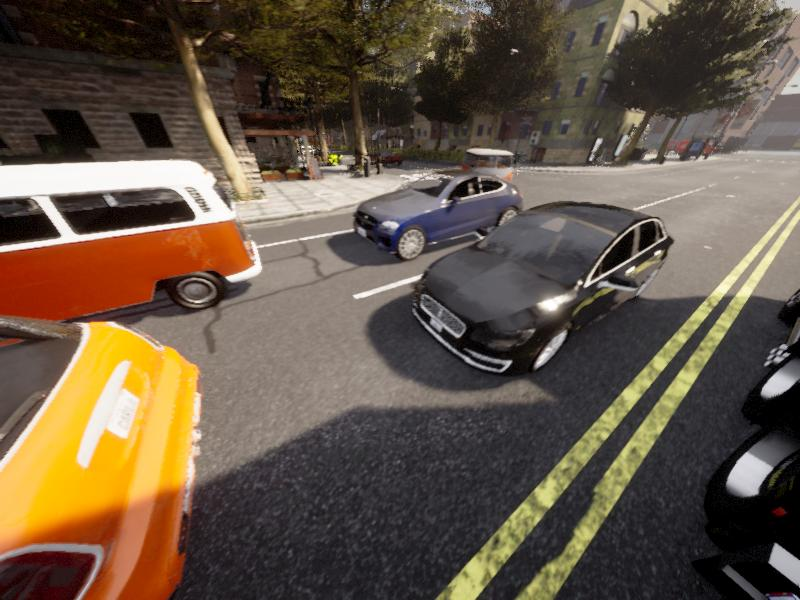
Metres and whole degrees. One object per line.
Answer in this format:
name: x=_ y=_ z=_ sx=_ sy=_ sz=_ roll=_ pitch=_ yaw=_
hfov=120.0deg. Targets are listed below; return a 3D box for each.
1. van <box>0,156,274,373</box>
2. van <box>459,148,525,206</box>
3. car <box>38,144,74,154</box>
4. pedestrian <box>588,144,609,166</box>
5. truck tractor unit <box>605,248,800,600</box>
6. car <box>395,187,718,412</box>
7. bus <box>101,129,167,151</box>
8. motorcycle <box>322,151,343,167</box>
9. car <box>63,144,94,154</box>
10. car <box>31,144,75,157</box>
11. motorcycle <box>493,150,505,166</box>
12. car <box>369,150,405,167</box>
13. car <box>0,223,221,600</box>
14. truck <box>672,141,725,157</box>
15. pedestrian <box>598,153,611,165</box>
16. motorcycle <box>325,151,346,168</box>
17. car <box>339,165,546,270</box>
van: x=-4.660 y=-0.698 z=3.219 sx=4.480 sy=2.038 sz=2.069 roll=-19 pitch=39 yaw=-26
van: x=4.092 y=-6.120 z=11.169 sx=1.775 sy=1.987 sz=4.442 roll=4 pitch=35 yaw=5
car: x=-63.180 y=-27.829 z=42.515 sx=1.837 sy=1.490 sz=4.892 roll=-19 pitch=39 yaw=-26
pedestrian: x=20.841 y=-15.266 z=24.311 sx=0.751 sy=1.860 sz=0.751 roll=-8 pitch=35 yaw=-11
truck tractor unit: x=5.084 y=-0.326 z=0.826 sx=6.516 sy=4.208 sz=3.053 roll=-19 pitch=39 yaw=-25
car: x=2.498 y=-0.640 z=3.666 sx=4.892 sy=1.490 sz=1.837 roll=-19 pitch=39 yaw=-26
bus: x=-64.426 y=-39.030 z=56.269 sx=10.273 sy=4.253 sz=3.944 roll=4 pitch=35 yaw=5
motorcycle: x=-6.692 y=-14.143 z=23.078 sx=0.856 sy=1.236 sz=1.805 roll=17 pitch=38 yaw=23
car: x=-58.868 y=-27.752 z=42.402 sx=1.845 sy=1.501 sz=3.633 roll=-17 pitch=39 yaw=-24
car: x=-54.569 y=-23.654 z=36.503 sx=2.038 sy=1.542 sz=4.974 roll=-19 pitch=39 yaw=-26
motorcycle: x=10.575 y=-15.177 z=24.700 sx=0.764 sy=1.277 sz=2.356 roll=8 pitch=34 yaw=29
car: x=-1.528 y=-15.686 z=25.566 sx=1.895 sy=1.301 sz=4.718 roll=-19 pitch=39 yaw=-26
car: x=-3.491 y=1.339 z=0.500 sx=4.553 sy=1.767 sz=2.097 roll=-19 pitch=39 yaw=-26
truck: x=58.228 y=-29.717 z=45.242 sx=2.627 sy=2.467 sz=5.204 roll=-10 pitch=36 yaw=-15
pedestrian: x=22.594 y=-15.637 z=25.527 sx=0.500 sy=1.100 sz=0.500 roll=-21 pitch=40 yaw=-27
motorcycle: x=-6.215 y=-13.570 z=22.325 sx=0.803 sy=1.145 sz=2.033 roll=25 pitch=41 yaw=16
car: x=1.240 y=-2.594 z=6.370 sx=5.027 sy=1.651 sz=2.152 roll=-19 pitch=39 yaw=-26
